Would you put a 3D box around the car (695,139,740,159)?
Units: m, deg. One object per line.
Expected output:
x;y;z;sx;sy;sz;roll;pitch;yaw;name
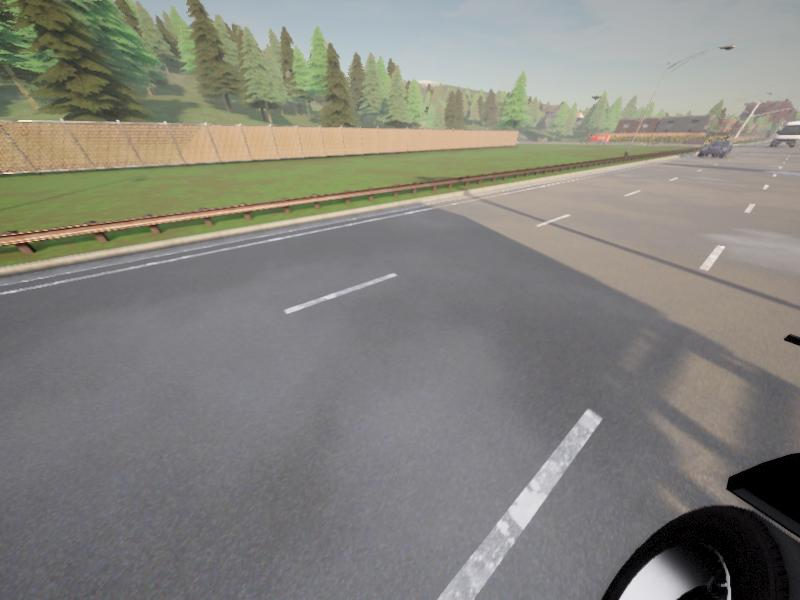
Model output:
37.285;-17.772;27.128;4.553;1.767;2.097;-22;41;-28;car

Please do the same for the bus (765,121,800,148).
79.953;-33.679;47.095;10.273;4.253;3.944;-22;41;-28;bus

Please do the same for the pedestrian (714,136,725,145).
76.773;-38.359;55.512;0.751;1.860;0.751;-18;39;-23;pedestrian
